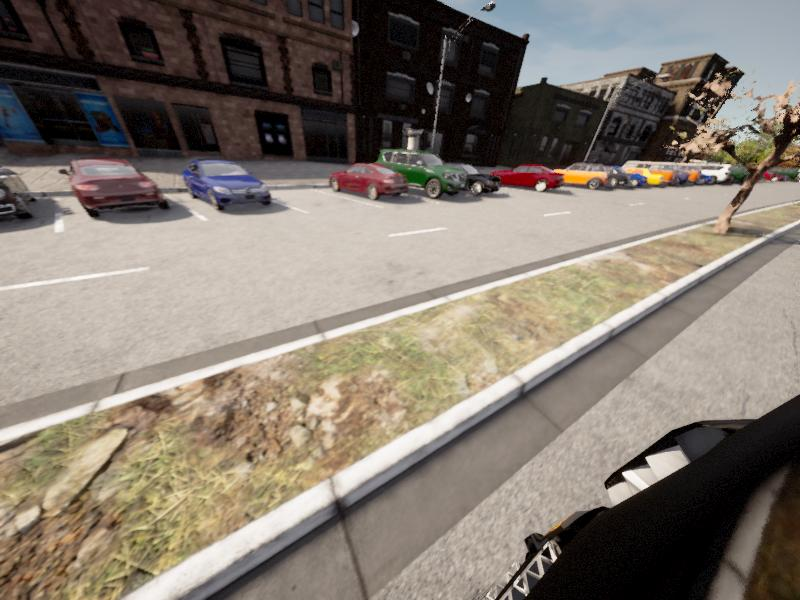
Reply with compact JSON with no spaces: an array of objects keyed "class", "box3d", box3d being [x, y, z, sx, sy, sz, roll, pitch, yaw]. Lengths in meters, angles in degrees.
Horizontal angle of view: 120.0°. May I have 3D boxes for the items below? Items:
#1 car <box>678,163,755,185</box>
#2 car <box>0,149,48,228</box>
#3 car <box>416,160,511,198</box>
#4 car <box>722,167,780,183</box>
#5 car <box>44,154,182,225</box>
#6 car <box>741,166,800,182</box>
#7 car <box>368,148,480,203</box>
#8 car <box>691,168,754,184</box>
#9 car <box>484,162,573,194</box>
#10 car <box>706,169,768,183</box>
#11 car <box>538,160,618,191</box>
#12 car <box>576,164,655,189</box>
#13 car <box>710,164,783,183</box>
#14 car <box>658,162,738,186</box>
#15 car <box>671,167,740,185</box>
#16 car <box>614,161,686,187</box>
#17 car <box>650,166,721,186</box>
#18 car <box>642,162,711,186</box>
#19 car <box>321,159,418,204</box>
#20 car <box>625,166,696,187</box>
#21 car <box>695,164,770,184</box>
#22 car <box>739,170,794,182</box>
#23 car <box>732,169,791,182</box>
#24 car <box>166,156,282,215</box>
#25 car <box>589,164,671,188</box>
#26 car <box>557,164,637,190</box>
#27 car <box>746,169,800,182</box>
[{"class":"car","box3d":[41.389,-16.772,30.561,5.566,2.045,2.435,29,42,35]},{"class":"car","box3d":[-12.133,-3.186,6.351,4.892,1.521,2.231,26,39,31]},{"class":"car","box3d":[3.669,-7.513,14.109,5.008,1.535,2.097,27,40,33]},{"class":"car","box3d":[54.952,-19.769,36.362,4.553,1.767,2.185,29,42,35]},{"class":"car","box3d":[-9.520,-3.890,7.687,4.674,1.452,2.002,26,40,31]},{"class":"car","box3d":[65.786,-22.399,40.922,5.566,2.045,2.435,29,42,35]},{"class":"car","box3d":[1.049,-7.013,12.695,5.566,2.045,2.435,27,40,32]},{"class":"car","box3d":[44.129,-17.143,31.841,4.792,1.488,2.163,29,41,35]},{"class":"car","box3d":[9.006,-8.875,16.581,5.008,1.535,2.097,28,41,33]},{"class":"car","box3d":[49.537,-18.396,34.150,4.792,1.488,2.163,29,41,35]},{"class":"car","box3d":[14.393,-10.305,18.931,4.553,1.767,2.185,28,41,34]},{"class":"car","box3d":[19.767,-11.517,21.408,5.008,1.535,2.097,29,41,34]},{"class":"car","box3d":[52.255,-19.257,35.153,5.566,2.045,2.435,29,41,35]},{"class":"car","box3d":[35.985,-15.520,28.253,5.566,2.045,2.435,29,42,35]},{"class":"car","box3d":[38.700,-15.928,29.534,5.008,1.535,2.097,29,41,35]},{"class":"car","box3d":[25.271,-12.930,23.557,4.442,1.987,1.878,29,41,35]},{"class":"car","box3d":[33.294,-14.675,27.225,5.008,1.535,2.097,29,41,35]},{"class":"car","box3d":[30.685,-14.191,25.880,4.442,1.987,1.878,29,41,35]},{"class":"car","box3d":[-1.635,-6.068,11.587,4.674,1.452,2.002,27,40,32]},{"class":"car","box3d":[27.857,-13.404,24.938,4.792,1.488,2.163,29,42,35]},{"class":"car","box3d":[46.844,-18.006,32.845,5.566,2.045,2.435,29,41,35]},{"class":"car","box3d":[63.080,-21.517,39.925,4.674,1.452,2.002,29,41,35]},{"class":"car","box3d":[60.354,-20.925,38.754,5.008,1.535,2.097,29,41,35]},{"class":"car","box3d":[-6.900,-4.629,9.006,4.674,1.452,2.002,26,39,32]},{"class":"car","box3d":[22.333,-12.226,22.676,5.366,1.575,1.946,29,41,34]},{"class":"car","box3d":[17.077,-10.858,20.206,4.892,1.521,2.231,29,41,34]},{"class":"car","box3d":[68.392,-22.893,42.296,5.366,1.575,1.946,29,42,35]}]
